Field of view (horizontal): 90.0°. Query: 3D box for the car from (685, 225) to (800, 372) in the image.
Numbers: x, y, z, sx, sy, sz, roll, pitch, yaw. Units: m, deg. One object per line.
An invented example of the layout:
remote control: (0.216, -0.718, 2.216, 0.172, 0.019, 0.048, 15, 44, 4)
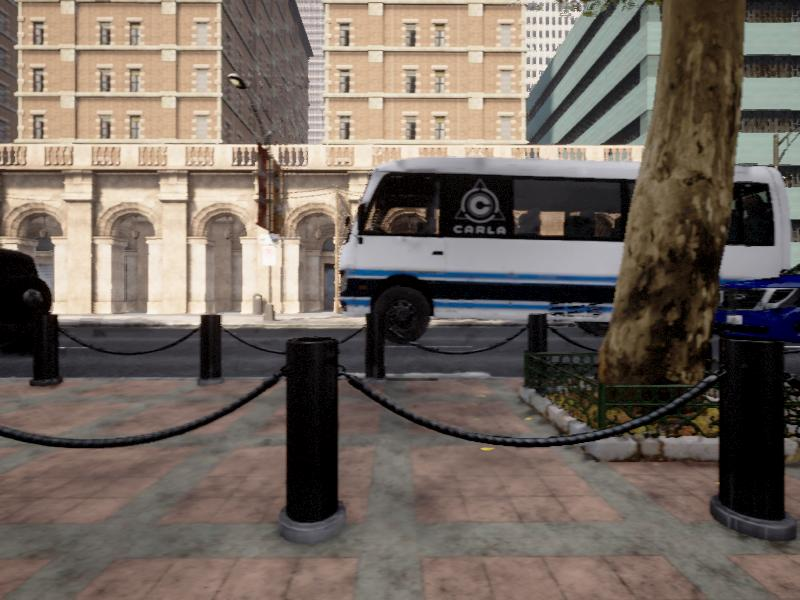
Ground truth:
car: (8.304, -0.039, 6.684, 5.566, 2.045, 2.150, 0, 0, -1)

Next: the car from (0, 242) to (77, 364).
car: (-8.065, 0.052, 6.627, 3.866, 1.878, 1.905, 0, 0, 0)

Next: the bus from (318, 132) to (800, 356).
bus: (3.526, -1.121, 10.066, 10.273, 4.253, 3.944, 2, 0, 0)

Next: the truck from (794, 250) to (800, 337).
truck: (13.970, -0.280, 10.175, 5.204, 2.467, 2.627, -2, 0, 0)
